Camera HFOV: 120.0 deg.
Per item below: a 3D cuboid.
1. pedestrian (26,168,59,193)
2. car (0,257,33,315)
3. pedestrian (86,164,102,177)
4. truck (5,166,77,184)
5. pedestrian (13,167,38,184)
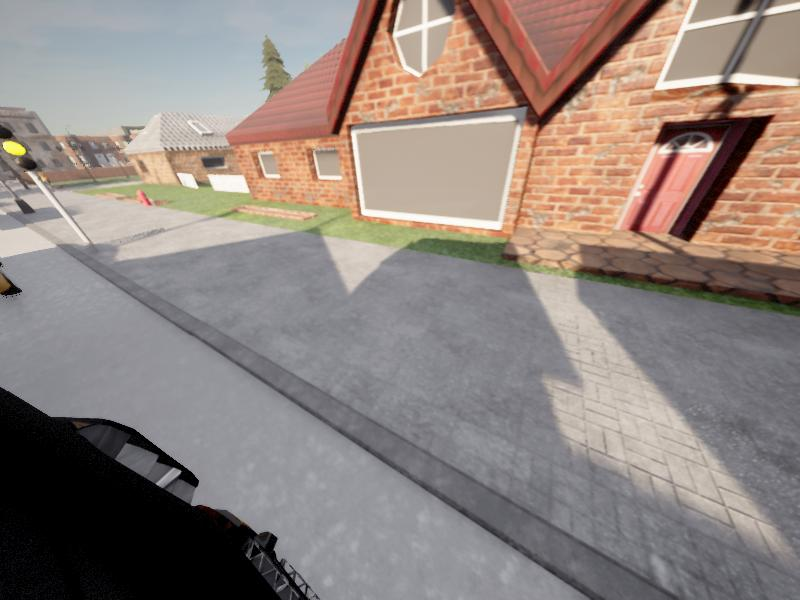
[{"bbox_3d":[-31.321,-10.505,20.264,0.751,1.860,0.751,19,39,29],"label":"pedestrian"},{"bbox_3d":[-9.603,-0.707,4.366,5.008,1.535,1.882,16,38,26],"label":"car"},{"bbox_3d":[-50.393,-21.341,38.043,0.751,1.860,0.751,18,39,29],"label":"pedestrian"},{"bbox_3d":[-61.475,-21.680,39.819,2.390,2.098,6.274,16,38,26],"label":"truck"},{"bbox_3d":[-51.229,-17.028,31.602,0.751,1.860,0.751,-16,36,-18],"label":"pedestrian"}]
